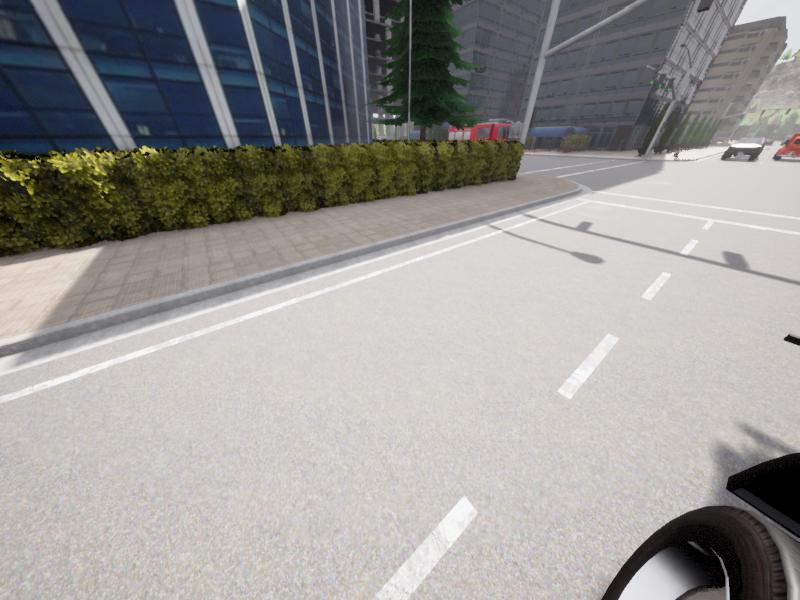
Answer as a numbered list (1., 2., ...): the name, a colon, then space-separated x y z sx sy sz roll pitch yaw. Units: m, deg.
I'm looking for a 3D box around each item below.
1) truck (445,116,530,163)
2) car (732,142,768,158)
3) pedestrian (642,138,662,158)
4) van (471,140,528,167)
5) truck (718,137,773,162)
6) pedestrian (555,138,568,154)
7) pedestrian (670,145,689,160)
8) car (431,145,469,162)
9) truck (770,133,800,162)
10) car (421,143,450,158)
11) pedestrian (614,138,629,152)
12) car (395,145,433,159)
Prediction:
1. truck: 9.459 -18.275 26.464 2.891 3.827 8.468 -24 41 -29
2. car: 45.239 -19.482 29.872 5.366 1.575 1.801 -23 41 -29
3. pedestrian: 29.275 -17.641 26.822 0.751 1.860 0.751 -28 44 -33
4. van: 9.430 -14.206 22.284 1.775 1.987 4.442 -24 41 -29
5. truck: 38.901 -17.020 25.973 6.274 2.098 2.390 -23 41 -29
6. pedestrian: 23.281 -22.203 33.339 0.751 1.860 0.751 -25 42 -30
7. pedestrian: 29.965 -15.887 24.814 0.751 1.300 0.751 25 42 31
8. car: 5.643 -16.882 26.551 1.970 1.475 3.806 -23 41 -29
9. truck: 43.352 -16.563 24.971 5.204 2.467 2.627 -23 41 -29
10. car: 4.916 -20.805 32.079 1.845 1.501 3.633 -24 41 -29
11. pedestrian: 34.850 -24.420 36.384 0.751 1.860 0.751 -3 35 -4
12. car: 1.756 -19.804 30.798 2.033 1.411 5.357 -24 41 -29
